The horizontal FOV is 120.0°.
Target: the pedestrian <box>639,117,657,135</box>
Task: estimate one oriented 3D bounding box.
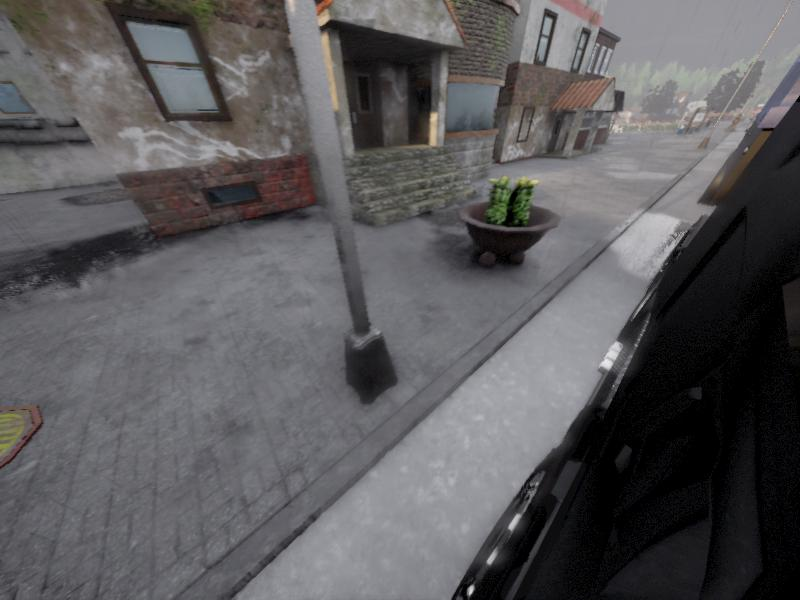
[{"bbox_3d":[32.945,-23.057,30.706,0.751,1.860,0.751,11,39,17],"label":"pedestrian"}]

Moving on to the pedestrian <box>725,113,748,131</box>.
[{"bbox_3d":[44.030,-23.270,30.257,0.751,1.860,0.751,-16,39,-17],"label":"pedestrian"}]

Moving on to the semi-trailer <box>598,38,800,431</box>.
[{"bbox_3d":[8.707,-3.595,4.225,14.254,4.402,2.717,-28,44,-30],"label":"semi-trailer"}]

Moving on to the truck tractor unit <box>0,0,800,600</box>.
[{"bbox_3d":[2.645,-0.295,0.351,6.516,4.208,3.053,-28,44,-30],"label":"truck tractor unit"}]

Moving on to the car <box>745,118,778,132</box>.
[{"bbox_3d":[47.409,-22.990,30.357,4.718,1.301,1.895,-28,44,-30],"label":"car"}]
